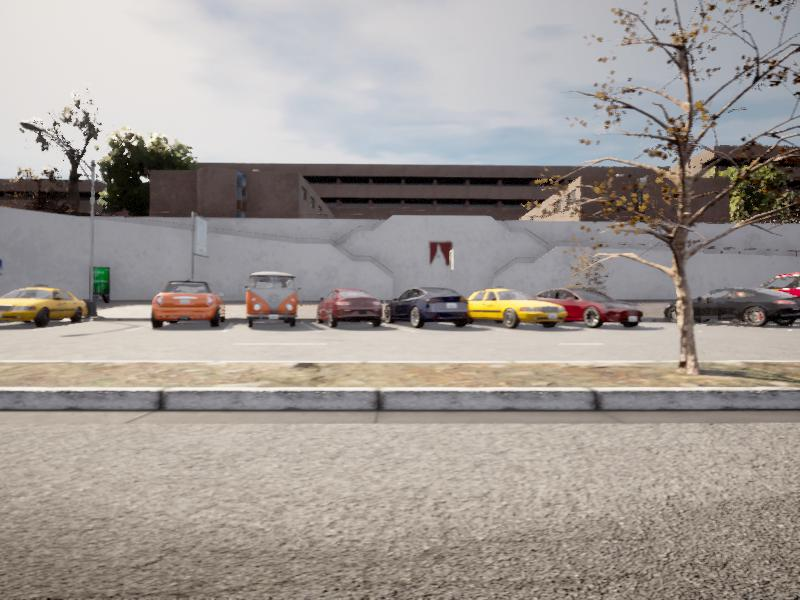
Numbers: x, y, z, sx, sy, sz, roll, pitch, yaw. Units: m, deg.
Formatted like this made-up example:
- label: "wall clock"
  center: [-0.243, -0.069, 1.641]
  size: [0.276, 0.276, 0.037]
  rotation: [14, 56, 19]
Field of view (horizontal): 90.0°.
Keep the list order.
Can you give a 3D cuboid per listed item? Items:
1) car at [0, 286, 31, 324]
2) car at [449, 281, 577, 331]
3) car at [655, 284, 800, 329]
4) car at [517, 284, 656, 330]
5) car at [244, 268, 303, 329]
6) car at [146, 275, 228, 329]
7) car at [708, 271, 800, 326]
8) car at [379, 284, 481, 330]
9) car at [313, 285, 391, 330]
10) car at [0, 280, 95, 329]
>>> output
- label: "car"
  center: [-16.971, 0.191, 15.541]
  size: [2.163, 1.488, 4.792]
  rotation: [0, -1, -20]
- label: "car"
  center: [4.003, 0.229, 15.410]
  size: [1.946, 1.575, 5.366]
  rotation: [0, -1, -20]
- label: "car"
  center: [12.887, 0.239, 15.606]
  size: [2.002, 1.452, 4.674]
  rotation: [0, -1, -20]
- label: "car"
  center: [6.930, 0.257, 15.564]
  size: [2.163, 1.488, 4.792]
  rotation: [0, -1, -20]
- label: "car"
  center: [-4.971, 0.002, 15.448]
  size: [1.878, 1.987, 4.442]
  rotation: [1, -1, -20]
- label: "car"
  center: [-7.998, 0.090, 15.516]
  size: [2.185, 1.767, 4.553]
  rotation: [0, -1, -20]
- label: "car"
  center: [15.856, -0.071, 15.649]
  size: [2.435, 2.045, 5.566]
  rotation: [0, -1, -20]
- label: "car"
  center: [0.933, 0.269, 15.598]
  size: [2.163, 1.488, 4.792]
  rotation: [0, -1, -20]
- label: "car"
  center: [-2.039, 0.274, 15.557]
  size: [2.002, 1.452, 4.674]
  rotation: [0, -1, -20]
- label: "car"
  center: [-13.908, 0.176, 15.351]
  size: [1.946, 1.575, 5.366]
  rotation: [1, -1, -20]
